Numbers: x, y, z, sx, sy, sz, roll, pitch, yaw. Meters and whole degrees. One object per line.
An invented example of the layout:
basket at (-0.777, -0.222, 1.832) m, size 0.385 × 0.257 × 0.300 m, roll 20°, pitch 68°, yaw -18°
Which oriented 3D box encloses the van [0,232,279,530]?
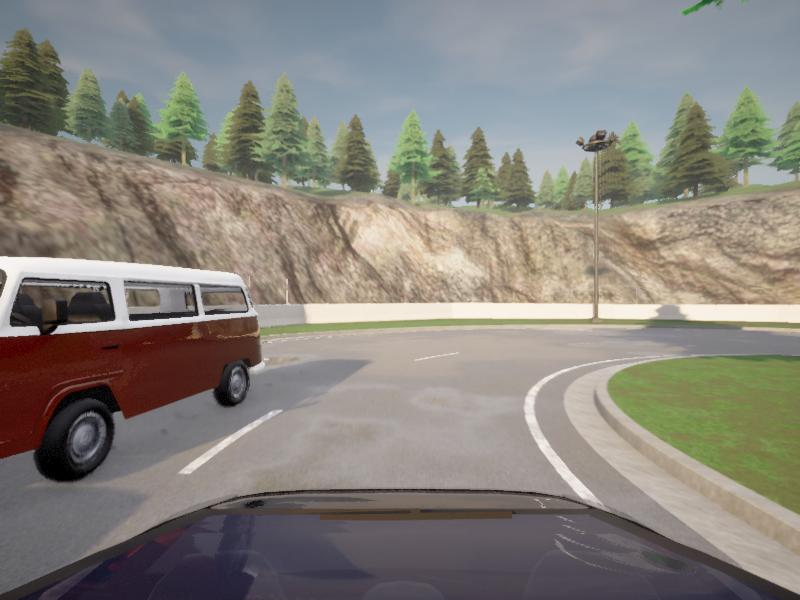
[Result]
van at (-3.466, 0.570, 4.861) m, size 2.069 × 2.038 × 4.480 m, roll -1°, pitch 0°, yaw 9°
